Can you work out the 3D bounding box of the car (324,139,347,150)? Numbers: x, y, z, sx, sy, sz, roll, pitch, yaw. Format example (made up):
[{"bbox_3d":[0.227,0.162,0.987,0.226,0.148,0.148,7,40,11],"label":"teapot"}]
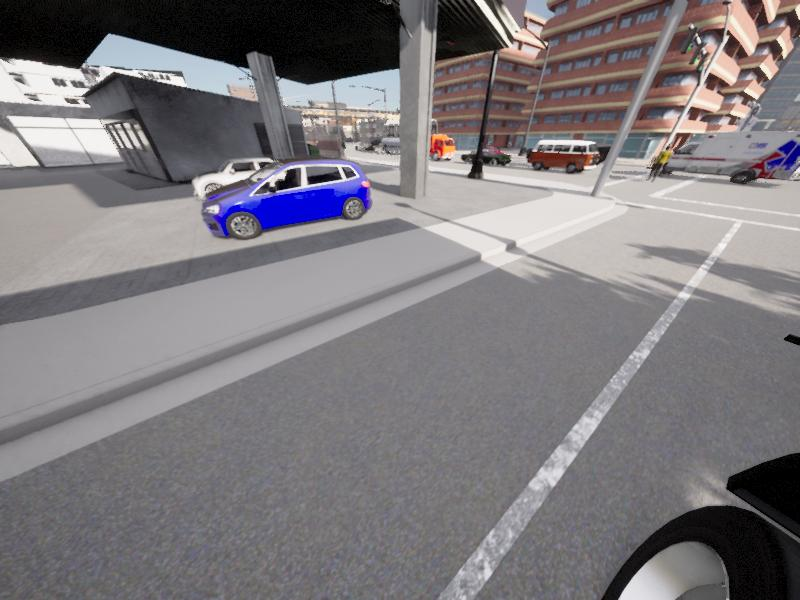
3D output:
[{"bbox_3d":[-14.467,-34.923,51.785,2.150,2.045,5.566,-28,44,-34],"label":"car"}]

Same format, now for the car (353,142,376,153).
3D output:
[{"bbox_3d":[-6.836,-29.247,44.176,2.038,1.542,4.974,-23,41,-29],"label":"car"}]

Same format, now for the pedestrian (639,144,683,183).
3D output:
[{"bbox_3d":[15.081,-7.927,13.434,0.751,1.860,0.751,12,37,16],"label":"pedestrian"}]

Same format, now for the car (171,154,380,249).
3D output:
[{"bbox_3d":[-3.182,-3.162,6.776,4.611,1.667,2.242,-22,41,-28],"label":"car"}]

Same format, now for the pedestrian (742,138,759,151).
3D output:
[{"bbox_3d":[59.577,-26.517,39.306,0.751,1.860,0.751,-24,41,-29],"label":"pedestrian"}]

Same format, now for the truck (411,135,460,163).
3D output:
[{"bbox_3d":[3.956,-17.629,26.792,2.627,2.467,5.204,-23,41,-28],"label":"truck"}]

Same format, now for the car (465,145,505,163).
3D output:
[{"bbox_3d":[9.370,-16.394,25.823,1.845,1.501,3.633,-23,41,-29],"label":"car"}]

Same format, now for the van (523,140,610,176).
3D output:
[{"bbox_3d":[12.271,-10.828,17.456,2.069,2.038,4.480,-23,41,-29],"label":"van"}]

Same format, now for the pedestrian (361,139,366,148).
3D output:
[{"bbox_3d":[-9.505,-40.779,60.143,0.751,1.860,0.751,-23,41,-29],"label":"pedestrian"}]

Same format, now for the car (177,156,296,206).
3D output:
[{"bbox_3d":[-7.101,-5.477,10.367,3.806,1.475,1.970,-22,41,-28],"label":"car"}]

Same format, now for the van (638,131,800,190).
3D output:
[{"bbox_3d":[19.372,-8.527,13.810,2.351,2.431,6.366,-17,38,-23],"label":"van"}]

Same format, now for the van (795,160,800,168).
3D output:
[{"bbox_3d":[36.178,-12.370,19.503,4.480,2.038,2.069,-22,41,-28],"label":"van"}]

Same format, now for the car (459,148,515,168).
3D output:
[{"bbox_3d":[8.245,-13.756,22.285,1.895,1.301,4.718,-23,41,-29],"label":"car"}]

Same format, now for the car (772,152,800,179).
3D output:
[{"bbox_3d":[27.275,-8.882,15.187,4.181,1.385,1.994,-17,39,-23],"label":"car"}]

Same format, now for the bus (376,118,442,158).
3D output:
[{"bbox_3d":[0.919,-24.064,34.407,3.944,4.253,10.273,-23,41,-28],"label":"bus"}]

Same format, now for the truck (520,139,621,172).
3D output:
[{"bbox_3d":[14.246,-12.589,19.895,2.390,2.098,6.274,-24,41,-29],"label":"truck"}]
